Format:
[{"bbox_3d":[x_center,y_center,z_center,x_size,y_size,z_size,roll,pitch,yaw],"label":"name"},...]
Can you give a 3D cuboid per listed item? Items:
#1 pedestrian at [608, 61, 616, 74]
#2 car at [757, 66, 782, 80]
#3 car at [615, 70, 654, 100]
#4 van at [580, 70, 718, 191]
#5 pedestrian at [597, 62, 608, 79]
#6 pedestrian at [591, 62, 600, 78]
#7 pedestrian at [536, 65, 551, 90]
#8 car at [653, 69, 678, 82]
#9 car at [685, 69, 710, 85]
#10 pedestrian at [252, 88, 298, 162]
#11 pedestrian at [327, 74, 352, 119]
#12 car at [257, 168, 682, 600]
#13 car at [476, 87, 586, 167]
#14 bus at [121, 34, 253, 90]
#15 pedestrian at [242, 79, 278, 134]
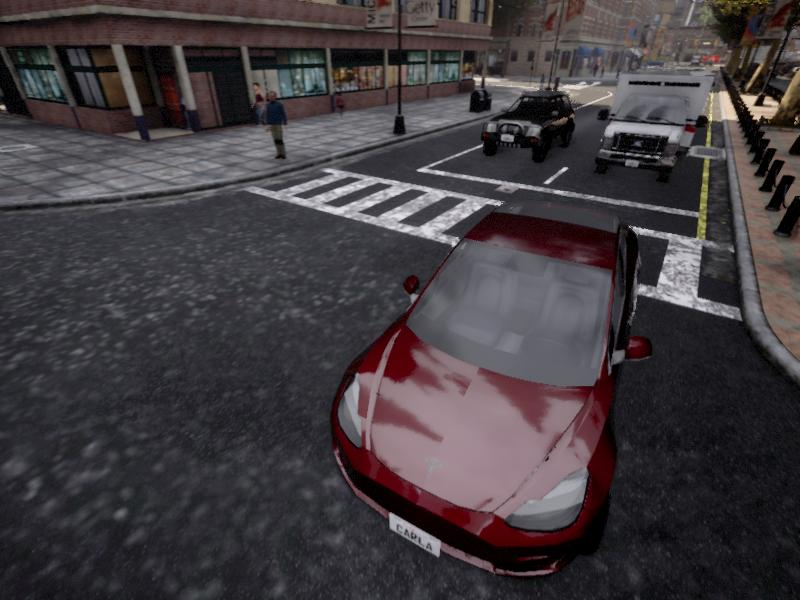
[{"bbox_3d":[34.073,-37.402,64.301,0.751,1.860,0.751,17,35,25],"label":"pedestrian"},{"bbox_3d":[52.187,-32.133,56.556,1.837,1.490,4.892,20,37,28],"label":"car"},{"bbox_3d":[18.307,-16.882,31.337,2.097,1.767,4.553,15,34,22],"label":"car"},{"bbox_3d":[7.778,-5.512,12.233,2.351,2.431,6.366,20,37,28],"label":"van"},{"bbox_3d":[26.707,-30.243,52.649,0.751,1.860,0.751,19,36,27],"label":"pedestrian"},{"bbox_3d":[25.903,-30.469,53.011,0.751,1.860,0.751,13,34,20],"label":"pedestrian"},{"bbox_3d":[12.899,-20.025,35.996,0.751,1.860,0.751,20,37,28],"label":"pedestrian"},{"bbox_3d":[33.636,-28.440,50.636,1.895,1.301,4.718,20,37,28],"label":"car"},{"bbox_3d":[34.609,-25.964,46.495,1.812,1.442,4.674,20,37,28],"label":"car"},{"bbox_3d":[-3.620,-5.123,11.733,0.751,1.860,0.751,8,32,12],"label":"pedestrian"},{"bbox_3d":[-2.903,-9.875,19.441,0.751,1.860,0.751,21,37,30],"label":"pedestrian"},{"bbox_3d":[1.283,0.050,4.077,2.163,1.488,4.792,17,35,25],"label":"car"},{"bbox_3d":[4.548,-6.053,13.615,1.932,1.855,4.605,20,36,28],"label":"car"},{"bbox_3d":[-20.377,-23.508,39.485,3.944,4.253,10.273,20,37,28],"label":"bus"},{"bbox_3d":[-5.476,-7.603,15.740,0.751,1.860,0.751,26,40,35],"label":"pedestrian"}]
